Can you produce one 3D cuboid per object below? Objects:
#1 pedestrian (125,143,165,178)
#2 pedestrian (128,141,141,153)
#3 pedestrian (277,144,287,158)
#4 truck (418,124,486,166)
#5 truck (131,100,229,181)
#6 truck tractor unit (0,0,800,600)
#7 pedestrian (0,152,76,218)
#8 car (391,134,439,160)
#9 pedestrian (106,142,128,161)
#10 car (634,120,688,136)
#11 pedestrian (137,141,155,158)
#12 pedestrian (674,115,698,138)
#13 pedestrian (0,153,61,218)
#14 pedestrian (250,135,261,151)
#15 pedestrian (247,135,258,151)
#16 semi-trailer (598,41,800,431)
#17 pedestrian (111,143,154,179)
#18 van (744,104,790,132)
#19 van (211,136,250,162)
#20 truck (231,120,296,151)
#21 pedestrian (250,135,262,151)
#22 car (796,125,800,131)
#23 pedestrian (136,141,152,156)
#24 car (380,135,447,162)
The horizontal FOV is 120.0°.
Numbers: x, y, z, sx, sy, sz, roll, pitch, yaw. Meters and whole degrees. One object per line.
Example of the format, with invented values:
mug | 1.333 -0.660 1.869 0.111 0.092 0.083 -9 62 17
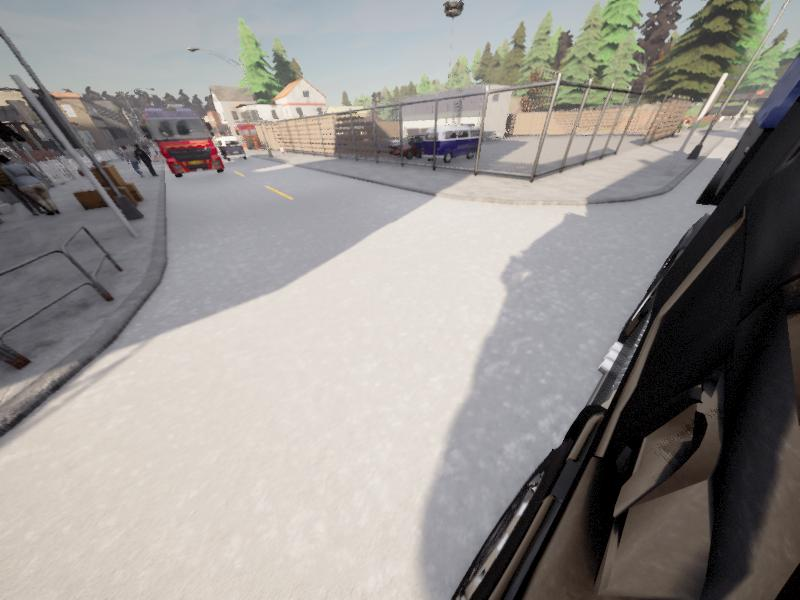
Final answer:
pedestrian | -16.657 -9.159 15.137 0.751 1.860 0.751 -12 38 -12
pedestrian | -50.047 -28.951 43.616 0.751 1.860 0.751 -28 44 -29
pedestrian | -11.771 -14.849 23.045 0.500 1.100 0.500 -2 37 1
truck | 3.611 -10.878 16.105 4.478 2.038 2.069 -28 44 -30
truck | -15.637 -11.374 16.598 2.891 3.827 8.468 -28 44 -30
truck tractor unit | 2.645 -0.295 0.351 6.516 4.208 3.053 -28 44 -30
pedestrian | -12.380 -3.810 7.726 0.751 1.860 0.751 8 38 14
car | 1.177 -12.662 19.036 1.789 1.547 3.705 -28 44 -30
pedestrian | -33.882 -17.763 27.689 0.751 1.860 0.751 -30 44 -31
car | 34.018 -22.492 30.245 1.816 1.474 4.193 -28 44 -30
pedestrian | -33.669 -19.998 30.654 0.751 1.860 0.751 27 46 34
pedestrian | 29.985 -18.217 24.254 0.751 1.860 0.751 -29 44 -31
pedestrian | -13.063 -3.836 7.803 0.751 1.860 0.751 7 38 13
pedestrian | -21.405 -23.210 34.163 0.751 1.860 0.751 -22 41 -24
pedestrian | -21.592 -22.903 33.765 0.751 1.860 0.751 -20 40 -21
semi-trailer | 8.692 -3.612 4.230 14.254 4.402 2.717 -28 44 -30
pedestrian | -16.852 -8.767 14.627 0.751 1.860 0.751 10 39 17
van | 47.477 -23.620 30.014 5.915 2.561 1.988 -28 44 -30
van | -17.832 -15.926 24.292 2.069 2.038 4.480 -28 44 -30
truck | -23.076 -28.330 39.667 2.891 3.827 8.468 24 45 31
pedestrian | -20.954 -22.856 33.663 0.751 1.860 0.751 -25 42 -27
car | 49.268 -21.180 27.204 4.605 1.855 1.932 -26 43 -27
pedestrian | -37.547 -22.266 33.921 0.751 1.860 0.751 -31 45 -32
car | 1.203 -12.439 18.857 5.357 1.415 2.033 -28 44 -30
